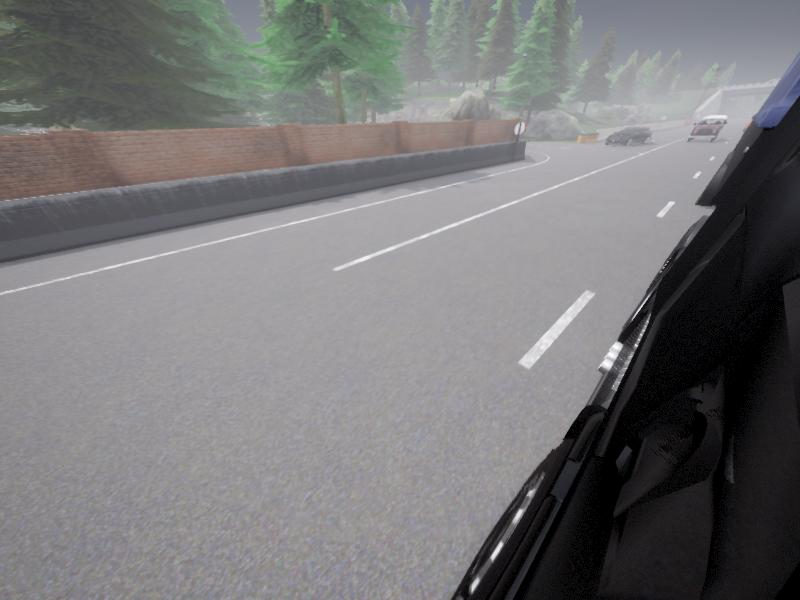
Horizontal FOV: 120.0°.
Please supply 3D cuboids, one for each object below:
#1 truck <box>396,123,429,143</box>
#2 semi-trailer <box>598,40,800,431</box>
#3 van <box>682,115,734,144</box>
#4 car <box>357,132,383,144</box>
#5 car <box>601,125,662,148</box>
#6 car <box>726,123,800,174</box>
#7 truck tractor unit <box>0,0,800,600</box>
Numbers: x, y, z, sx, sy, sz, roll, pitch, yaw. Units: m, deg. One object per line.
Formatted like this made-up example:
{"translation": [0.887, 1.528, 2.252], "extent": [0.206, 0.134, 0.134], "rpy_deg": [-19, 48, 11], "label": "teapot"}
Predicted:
{"translation": [1.970, -27.465, 37.987], "extent": [2.627, 2.467, 5.204], "rpy_deg": [-27, 43, -29], "label": "truck"}
{"translation": [8.697, -3.594, 4.247], "extent": [14.254, 4.402, 2.717], "rpy_deg": [-28, 44, -30], "label": "semi-trailer"}
{"translation": [29.726, -16.494, 22.286], "extent": [4.480, 2.038, 2.069], "rpy_deg": [-28, 44, -30], "label": "van"}
{"translation": [-5.337, -28.915, 41.161], "extent": [2.038, 1.542, 4.974], "rpy_deg": [-28, 43, -30], "label": "car"}
{"translation": [22.159, -15.737, 22.181], "extent": [4.892, 1.490, 1.837], "rpy_deg": [-17, 40, -18], "label": "car"}
{"translation": [18.233, -7.494, 11.245], "extent": [4.856, 1.649, 2.033], "rpy_deg": [-28, 44, -30], "label": "car"}
{"translation": [2.645, -0.295, 0.351], "extent": [6.516, 4.208, 3.053], "rpy_deg": [-28, 44, -30], "label": "truck tractor unit"}
